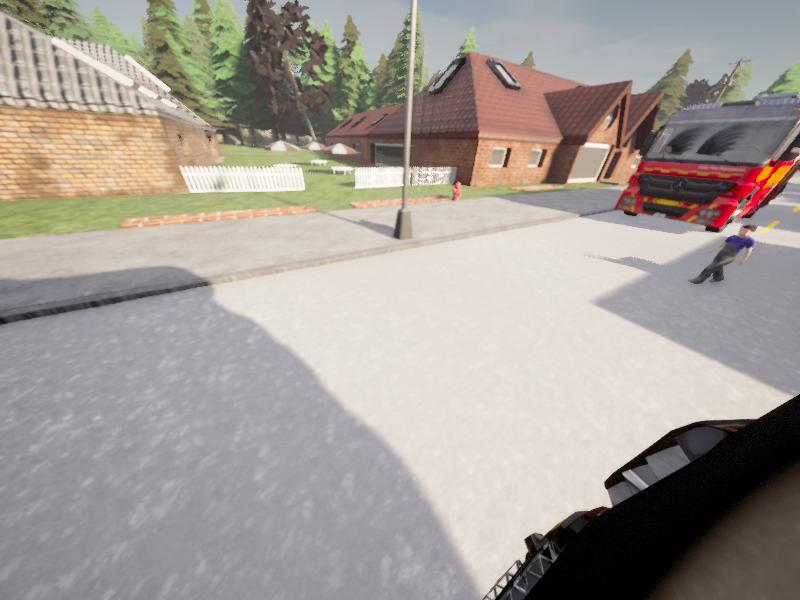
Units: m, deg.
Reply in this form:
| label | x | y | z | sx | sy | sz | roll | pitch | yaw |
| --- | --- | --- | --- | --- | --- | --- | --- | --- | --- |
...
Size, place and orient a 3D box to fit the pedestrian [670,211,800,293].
| label | x | y | z | sx | sy | sz | roll | pitch | yaw |
| --- | --- | --- | --- | --- | --- | --- | --- | --- | --- |
| pedestrian | 6.336 | -0.910 | 4.414 | 0.751 | 1.300 | 0.751 | 4 | 34 | 2 |

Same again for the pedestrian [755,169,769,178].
| label | x | y | z | sx | sy | sz | roll | pitch | yaw |
| --- | --- | --- | --- | --- | --- | --- | --- | --- | --- |
| pedestrian | 50.764 | -17.715 | 32.357 | 0.500 | 1.100 | 0.500 | -14 | 37 | -23 |

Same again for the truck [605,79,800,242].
| label | x | y | z | sx | sy | sz | roll | pitch | yaw |
| --- | --- | --- | --- | --- | --- | --- | --- | --- | --- |
| truck | 12.717 | -5.227 | 9.035 | 8.468 | 3.827 | 2.891 | -16 | 38 | -25 |

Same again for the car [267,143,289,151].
| label | x | y | z | sx | sy | sz | roll | pitch | yaw |
| --- | --- | --- | --- | --- | --- | --- | --- | --- | --- |
| car | -32.706 | -41.118 | 62.096 | 4.902 | 1.511 | 2.128 | -16 | 38 | -26 |

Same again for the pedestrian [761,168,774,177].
| label | x | y | z | sx | sy | sz | roll | pitch | yaw |
| --- | --- | --- | --- | --- | --- | --- | --- | --- | --- |
| pedestrian | 56.136 | -19.447 | 35.290 | 0.500 | 1.100 | 0.500 | -12 | 36 | -20 |

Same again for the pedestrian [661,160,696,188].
| label | x | y | z | sx | sy | sz | roll | pitch | yaw |
| --- | --- | --- | --- | --- | --- | --- | --- | --- | --- |
| pedestrian | 21.683 | -9.826 | 18.016 | 0.751 | 1.860 | 0.751 | -7 | 35 | -14 |

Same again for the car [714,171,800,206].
| label | x | y | z | sx | sy | sz | roll | pitch | yaw |
| --- | --- | --- | --- | --- | --- | --- | --- | --- | --- |
| car | 23.010 | -7.274 | 14.843 | 4.902 | 1.511 | 2.128 | -16 | 38 | -26 |

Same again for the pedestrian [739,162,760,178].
| label | x | y | z | sx | sy | sz | roll | pitch | yaw |
| --- | --- | --- | --- | --- | --- | --- | --- | --- | --- |
| pedestrian | 48.053 | -17.879 | 31.742 | 0.751 | 1.860 | 0.751 | -21 | 40 | -31 |

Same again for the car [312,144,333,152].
| label | x | y | z | sx | sy | sz | roll | pitch | yaw |
| --- | --- | --- | --- | --- | --- | --- | --- | --- | --- |
| car | -22.481 | -44.179 | 67.150 | 5.238 | 1.638 | 1.930 | -16 | 38 | -26 |
